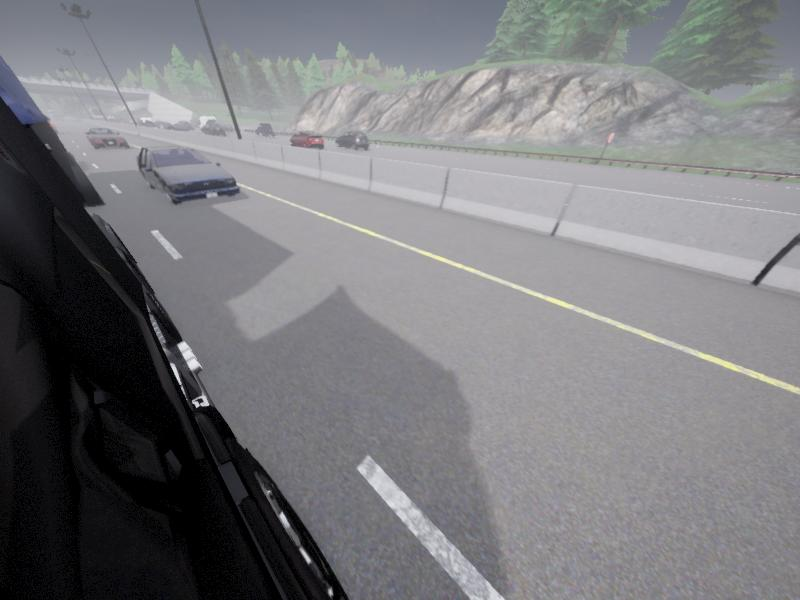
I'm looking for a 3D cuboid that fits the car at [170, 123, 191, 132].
[{"bbox_3d":[-44.682,-35.104,47.035,4.181,1.385,1.994,28,44,30],"label":"car"}]

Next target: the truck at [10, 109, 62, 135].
[{"bbox_3d":[-47.356,-23.201,30.193,5.204,2.467,2.627,28,44,30],"label":"truck"}]

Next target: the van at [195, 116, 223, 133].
[{"bbox_3d":[-38.125,-34.872,46.048,5.915,2.561,1.988,27,44,31],"label":"van"}]

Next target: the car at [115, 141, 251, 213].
[{"bbox_3d":[-7.792,-4.598,8.196,5.357,1.411,2.033,28,44,30],"label":"car"}]

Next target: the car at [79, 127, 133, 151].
[{"bbox_3d":[-23.984,-13.151,18.832,4.181,1.385,1.994,28,44,30],"label":"car"}]

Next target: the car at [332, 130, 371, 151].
[{"bbox_3d":[-5.154,-17.057,24.684,3.988,1.617,1.851,28,44,30],"label":"car"}]

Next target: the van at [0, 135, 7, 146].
[{"bbox_3d":[-33.092,-12.947,17.585,4.480,2.038,2.069,30,46,32],"label":"van"}]

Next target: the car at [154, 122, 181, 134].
[{"bbox_3d":[-41.524,-30.747,41.258,4.974,1.542,2.038,28,44,30],"label":"car"}]

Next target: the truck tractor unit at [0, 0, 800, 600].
[{"bbox_3d":[-2.645,-0.295,0.351,6.516,4.208,3.053,28,44,30],"label":"truck tractor unit"}]

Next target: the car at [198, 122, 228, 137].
[{"bbox_3d":[-30.406,-27.728,37.542,4.553,1.767,2.097,28,44,30],"label":"car"}]

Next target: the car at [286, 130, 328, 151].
[{"bbox_3d":[-9.454,-16.198,23.413,2.007,1.525,4.514,-29,47,-35],"label":"car"}]

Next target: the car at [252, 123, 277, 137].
[{"bbox_3d":[-23.764,-29.762,40.467,3.866,1.878,1.905,28,44,30],"label":"car"}]

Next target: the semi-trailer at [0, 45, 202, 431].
[{"bbox_3d":[-8.710,-3.566,4.260,14.254,4.402,2.717,28,44,30],"label":"semi-trailer"}]

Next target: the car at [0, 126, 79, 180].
[{"bbox_3d":[-17.257,-6.957,10.700,4.856,1.649,2.033,28,44,30],"label":"car"}]
